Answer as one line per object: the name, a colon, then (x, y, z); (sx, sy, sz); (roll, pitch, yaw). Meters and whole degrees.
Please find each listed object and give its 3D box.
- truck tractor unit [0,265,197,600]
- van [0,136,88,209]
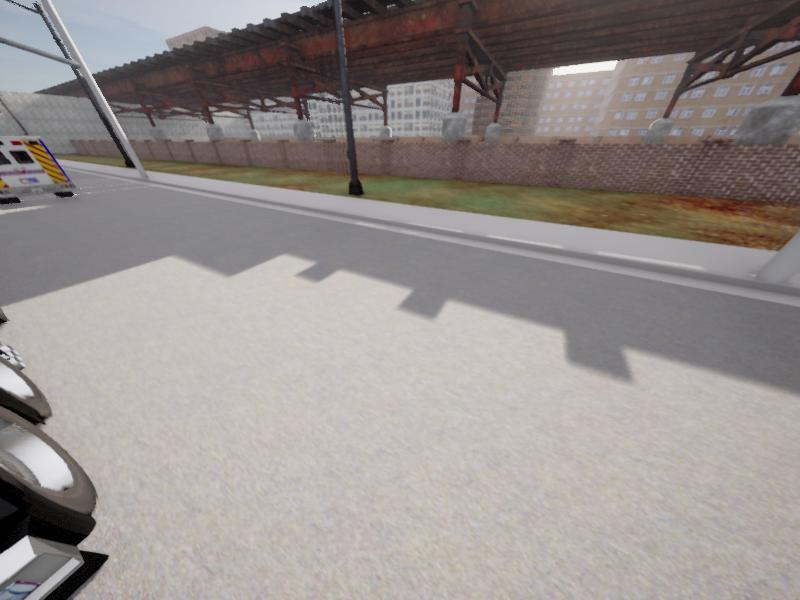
truck tractor unit: (-5.115, -0.297, 0.775); (6.516, 4.208, 3.053); (18, 39, 24)
van: (-18.309, -6.179, 10.841); (6.366, 2.431, 2.351); (18, 39, 24)
